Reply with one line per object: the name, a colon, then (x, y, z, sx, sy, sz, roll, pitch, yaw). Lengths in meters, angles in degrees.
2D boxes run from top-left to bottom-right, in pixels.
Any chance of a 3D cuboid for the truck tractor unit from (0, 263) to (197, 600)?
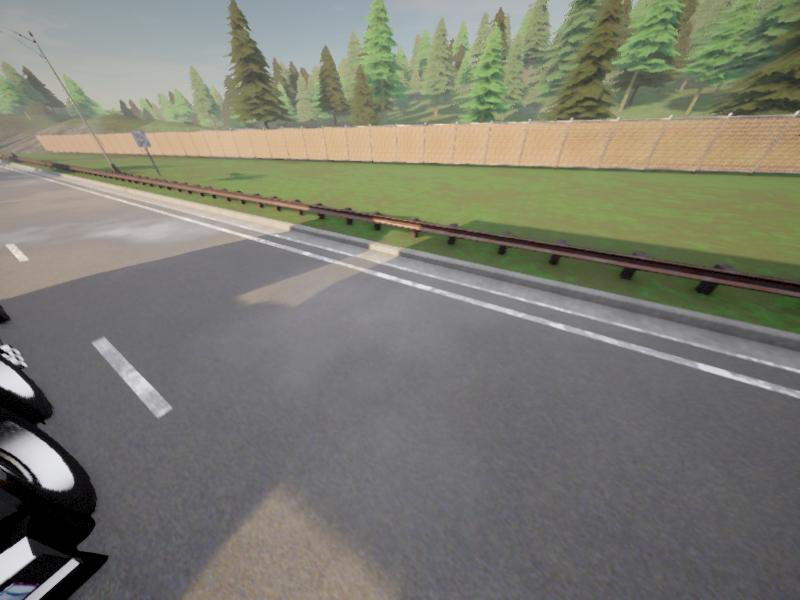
truck tractor unit: (-5.112, -0.300, 0.778, 6.516, 4.208, 3.053, 18, 39, 24)
